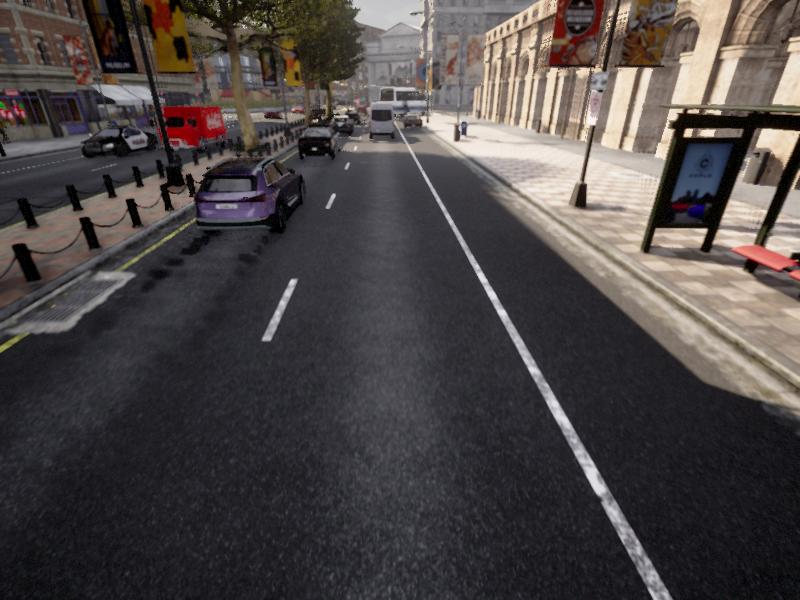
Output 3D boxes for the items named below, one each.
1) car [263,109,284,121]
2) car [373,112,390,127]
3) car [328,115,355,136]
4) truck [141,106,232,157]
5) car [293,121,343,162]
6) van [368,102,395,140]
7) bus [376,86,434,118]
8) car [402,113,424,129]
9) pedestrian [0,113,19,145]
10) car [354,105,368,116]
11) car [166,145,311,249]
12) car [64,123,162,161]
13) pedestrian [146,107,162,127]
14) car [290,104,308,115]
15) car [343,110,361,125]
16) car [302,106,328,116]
[{"bbox_3d":[-17.828,-26.206,56.504,1.994,1.385,4.181,-3,27,-5],"label":"car"},{"bbox_3d":[-2.106,-20.463,45.350,1.895,1.301,4.718,-1,27,-2],"label":"car"},{"bbox_3d":[-5.119,-15.526,35.475,1.970,1.475,3.806,-1,27,-2],"label":"car"},{"bbox_3d":[-12.579,-10.314,24.161,2.627,2.467,5.204,-1,27,-2],"label":"truck"},{"bbox_3d":[-4.482,-9.063,22.630,1.930,1.638,5.238,-1,27,-2],"label":"car"},{"bbox_3d":[-1.499,-14.818,32.921,1.988,2.561,5.915,-1,27,-2],"label":"van"},{"bbox_3d":[0.996,-32.599,65.900,3.944,4.253,10.273,18,32,35],"label":"bus"},{"bbox_3d":[1.295,-18.949,42.377,1.895,1.301,4.718,-1,27,-2],"label":"car"},{"bbox_3d":[-25.626,-11.005,25.780,0.751,1.860,0.751,-4,27,-7],"label":"pedestrian"},{"bbox_3d":[-6.856,-33.384,70.303,2.152,1.651,5.027,-1,27,-2],"label":"car"},{"bbox_3d":[-3.893,-3.012,10.791,2.033,1.649,4.856,-1,27,-2],"label":"car"},{"bbox_3d":[-16.000,-9.066,22.747,2.038,1.542,4.974,-1,27,-2],"label":"car"},{"bbox_3d":[-25.272,-18.812,41.077,0.751,1.860,0.751,0,27,0],"label":"pedestrian"},{"bbox_3d":[-18.520,-35.026,73.454,2.242,1.667,4.611,-1,27,-2],"label":"car"},{"bbox_3d":[-5.797,-22.483,49.083,1.837,1.490,4.892,-1,27,-2],"label":"car"},{"bbox_3d":[-14.564,-32.456,68.635,1.970,1.475,3.806,23,35,38],"label":"car"}]
